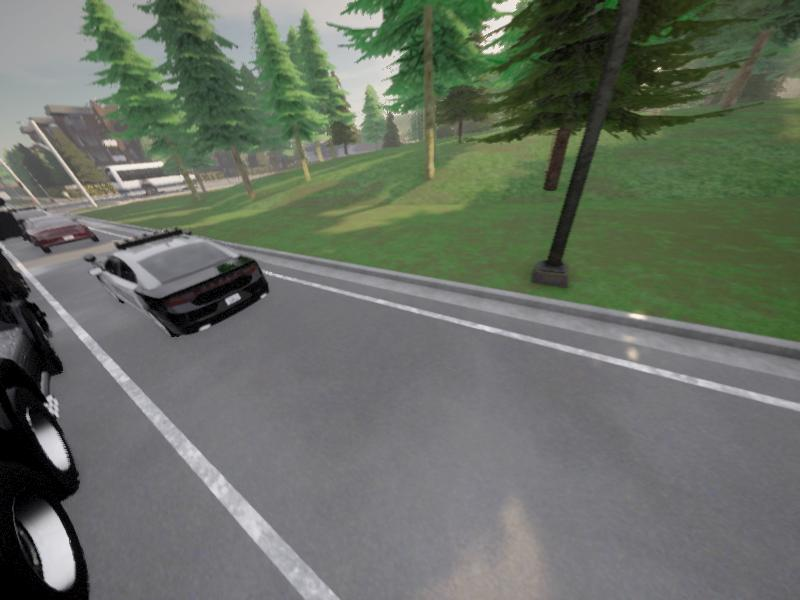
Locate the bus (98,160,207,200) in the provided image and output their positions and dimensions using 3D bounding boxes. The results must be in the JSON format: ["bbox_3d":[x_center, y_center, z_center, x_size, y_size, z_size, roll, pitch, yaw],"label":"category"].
[{"bbox_3d":[-38.027,-19.056,36.359,3.944,4.253,10.273,13,38,27],"label":"bus"}]

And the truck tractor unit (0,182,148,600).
[{"bbox_3d":[-5.105,-0.119,1.355,6.516,4.208,3.053,9,22,35],"label":"truck tractor unit"}]

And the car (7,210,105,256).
[{"bbox_3d":[-17.465,-3.514,11.729,4.674,1.442,1.812,13,37,27],"label":"car"}]

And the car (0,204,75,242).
[{"bbox_3d":[-23.871,-5.122,15.009,5.238,1.638,1.930,13,37,27],"label":"car"}]

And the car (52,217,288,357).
[{"bbox_3d":[-5.411,-0.733,5.411,5.238,1.638,1.930,14,37,27],"label":"car"}]

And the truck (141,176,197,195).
[{"bbox_3d":[-39.801,-19.983,40.051,2.390,2.098,6.274,13,37,27],"label":"truck"}]
